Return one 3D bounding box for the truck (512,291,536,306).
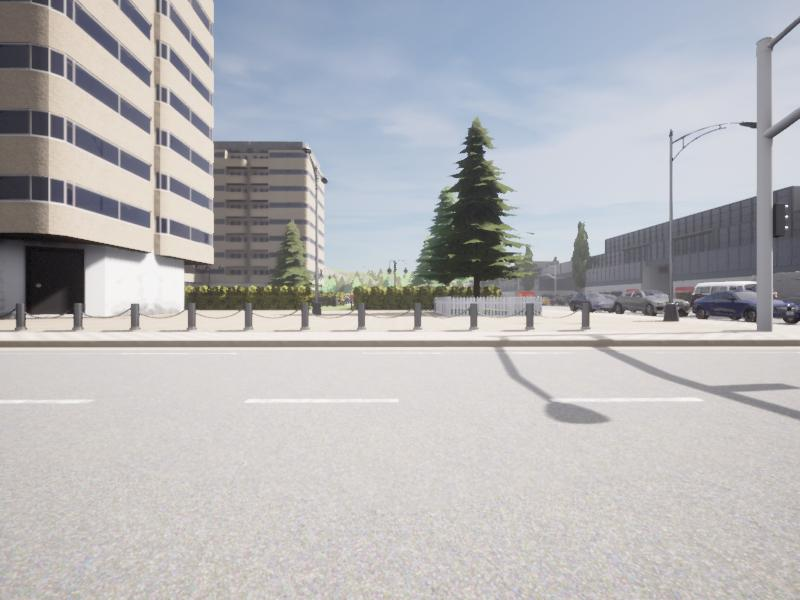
[{"bbox_3d":[21.961,-0.245,70.975,2.627,2.467,5.204,0,0,-1],"label":"truck"}]

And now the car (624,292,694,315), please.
[{"bbox_3d":[18.953,0.223,29.598,1.882,1.535,5.008,0,0,-1],"label":"car"}]

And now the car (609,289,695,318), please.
[{"bbox_3d":[15.509,0.180,25.024,2.152,1.651,5.027,0,0,-1],"label":"car"}]

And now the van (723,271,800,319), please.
[{"bbox_3d":[22.530,-0.278,23.697,1.988,2.561,5.915,0,0,-1],"label":"van"}]

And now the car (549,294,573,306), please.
[{"bbox_3d":[25.549,0.046,63.528,1.932,1.855,4.605,0,-1,-1],"label":"car"}]

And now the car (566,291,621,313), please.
[{"bbox_3d":[15.420,0.178,32.250,2.033,1.649,4.856,0,0,-1],"label":"car"}]

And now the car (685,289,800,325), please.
[{"bbox_3d":[15.535,0.270,18.225,1.812,1.442,4.674,0,0,1],"label":"car"}]

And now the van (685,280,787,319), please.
[{"bbox_3d":[19.027,-0.029,23.001,2.069,2.038,4.480,0,0,-1],"label":"van"}]
